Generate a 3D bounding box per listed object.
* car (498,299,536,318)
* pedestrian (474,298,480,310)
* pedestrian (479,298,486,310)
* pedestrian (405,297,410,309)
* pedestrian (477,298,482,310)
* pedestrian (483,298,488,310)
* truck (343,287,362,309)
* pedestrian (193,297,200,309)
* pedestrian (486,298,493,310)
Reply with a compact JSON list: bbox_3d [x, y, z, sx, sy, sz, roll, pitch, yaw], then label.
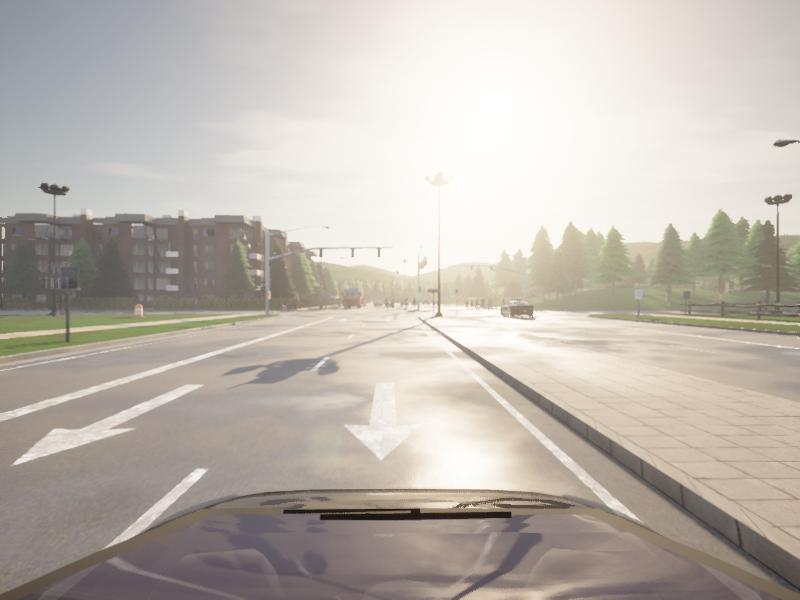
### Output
[{"bbox_3d":[10.730,0.750,37.141,1.930,1.638,5.238,0,0,-1],"label":"car"},{"bbox_3d":[12.110,0.621,63.066,0.751,1.860,0.751,0,0,-10],"label":"pedestrian"},{"bbox_3d":[13.050,0.603,63.225,0.751,1.860,0.751,0,0,-12],"label":"pedestrian"},{"bbox_3d":[1.153,0.452,62.204,0.751,1.860,0.751,0,0,-2],"label":"pedestrian"},{"bbox_3d":[12.793,0.602,64.563,0.751,1.860,0.751,0,0,14],"label":"pedestrian"},{"bbox_3d":[13.726,0.602,64.553,0.751,1.860,0.751,0,0,7],"label":"pedestrian"},{"bbox_3d":[-8.707,-0.359,74.320,2.891,3.827,8.468,0,0,-2],"label":"truck"},{"bbox_3d":[-30.814,0.453,60.512,0.751,1.860,0.751,0,0,-1],"label":"pedestrian"},{"bbox_3d":[14.178,0.603,63.469,0.751,1.860,0.751,0,0,-11],"label":"pedestrian"}]
